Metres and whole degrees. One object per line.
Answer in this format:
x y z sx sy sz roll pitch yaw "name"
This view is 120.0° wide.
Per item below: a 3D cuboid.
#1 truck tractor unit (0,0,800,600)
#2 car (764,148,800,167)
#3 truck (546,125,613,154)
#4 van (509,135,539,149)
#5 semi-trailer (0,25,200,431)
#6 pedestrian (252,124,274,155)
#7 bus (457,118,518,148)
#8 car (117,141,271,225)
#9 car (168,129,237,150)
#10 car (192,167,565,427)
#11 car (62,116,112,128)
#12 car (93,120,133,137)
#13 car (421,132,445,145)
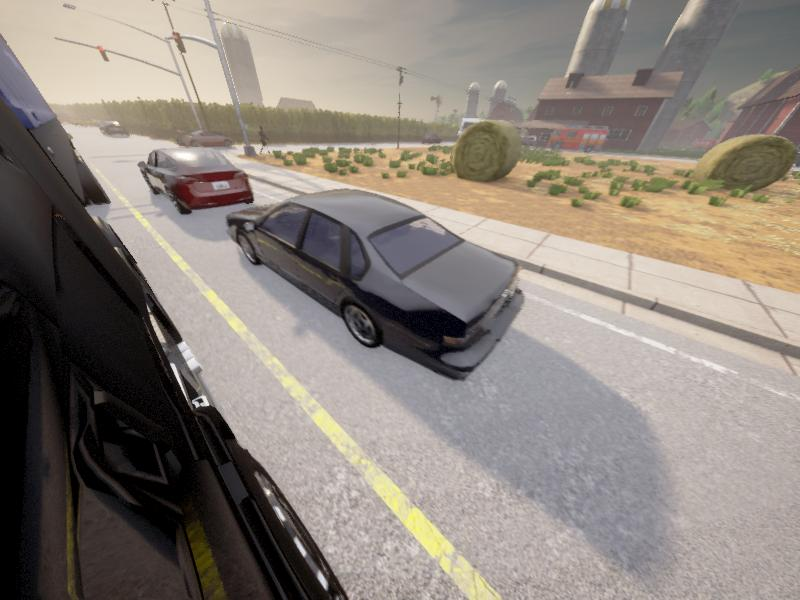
-2.645 -0.295 0.351 6.516 4.208 3.053 28 44 30 "truck tractor unit"
55.309 -20.139 32.671 3.866 1.878 1.905 -3 43 -5 "car"
31.710 -28.755 41.301 8.468 3.827 2.891 25 42 27 "truck"
24.608 -31.340 45.790 4.480 2.038 2.069 25 42 27 "van"
-8.617 -3.658 4.309 14.254 4.402 2.717 29 44 31 "semi-trailer"
-10.398 -12.194 17.574 0.751 1.860 0.751 28 43 30 "pedestrian"
16.905 -33.124 45.822 10.273 4.253 3.944 7 37 5 "bus"
-6.545 -3.960 7.318 4.792 1.488 2.163 28 43 30 "car"
-17.903 -14.739 21.195 1.994 1.385 4.181 23 41 25 "car"
-0.891 -0.922 3.689 5.357 1.411 2.033 28 43 30 "car"
-59.943 -34.258 44.415 5.366 1.575 1.801 -11 38 -18 "car"
-36.736 -21.949 29.519 4.792 1.488 2.163 26 42 28 "car"
6.107 -29.849 42.783 2.097 1.767 4.553 26 42 28 "car"
